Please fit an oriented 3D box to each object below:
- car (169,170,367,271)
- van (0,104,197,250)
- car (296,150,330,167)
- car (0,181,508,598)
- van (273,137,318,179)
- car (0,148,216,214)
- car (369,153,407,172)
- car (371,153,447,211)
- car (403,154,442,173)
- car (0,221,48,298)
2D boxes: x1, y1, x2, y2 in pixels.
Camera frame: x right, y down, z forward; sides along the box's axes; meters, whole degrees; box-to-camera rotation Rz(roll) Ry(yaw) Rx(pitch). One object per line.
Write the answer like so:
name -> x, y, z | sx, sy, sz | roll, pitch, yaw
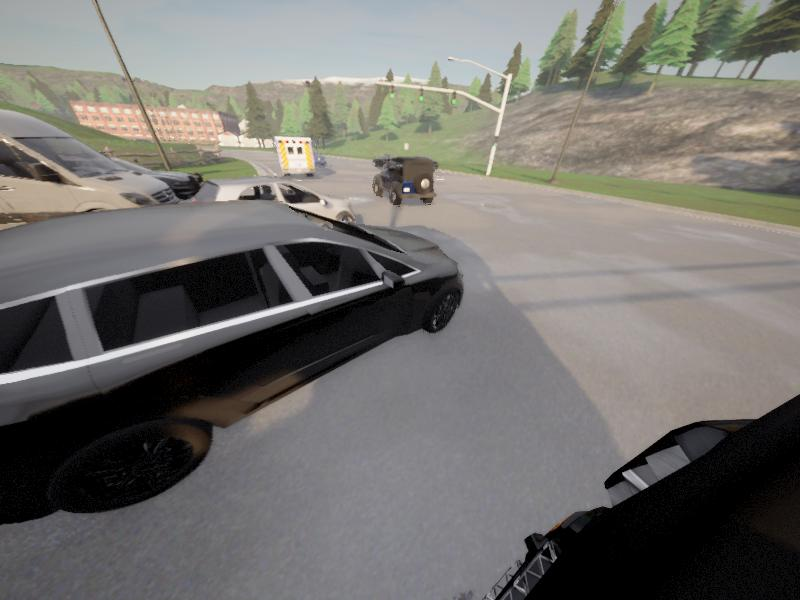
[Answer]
car -> -2.849, -2.265, 5.796 | 1.845, 1.501, 3.633 | 28, 41, 33
van -> -8.966, -2.695, 5.084 | 5.915, 2.561, 1.988 | -9, 36, -18
car -> -10.192, -16.426, 26.803 | 2.033, 1.411, 5.357 | -18, 39, -29
car -> -1.219, -0.235, 2.715 | 4.611, 1.667, 2.242 | -22, 41, -33
van -> -8.368, -11.313, 18.267 | 2.351, 2.431, 6.366 | -13, 36, -21
car -> -10.225, -4.307, 8.243 | 5.238, 1.638, 1.930 | -11, 36, -20
car -> -1.455, -15.685, 26.216 | 2.128, 1.511, 4.902 | -17, 38, -27
car -> 0.186, -5.678, 10.856 | 1.905, 1.878, 3.866 | -12, 37, -21
car -> 2.452, -15.685, 26.517 | 1.837, 1.490, 4.892 | -16, 38, -26
car -> -8.684, -0.176, 2.331 | 5.357, 1.411, 2.033 | -7, 35, -15
